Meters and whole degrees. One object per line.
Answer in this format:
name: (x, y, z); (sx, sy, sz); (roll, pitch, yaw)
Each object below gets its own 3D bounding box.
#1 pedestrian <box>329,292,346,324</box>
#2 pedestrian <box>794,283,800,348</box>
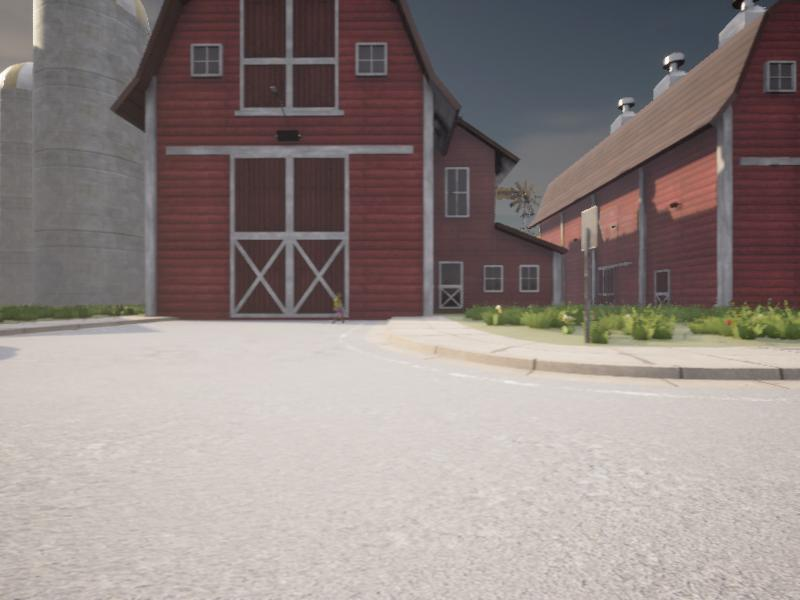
pedestrian: (-2.154, 0.276, 13.834); (0.500, 1.100, 0.500); (0, 0, -1)
pedestrian: (7.001, 0.264, 6.632); (0.500, 1.100, 0.500); (0, 0, 22)
